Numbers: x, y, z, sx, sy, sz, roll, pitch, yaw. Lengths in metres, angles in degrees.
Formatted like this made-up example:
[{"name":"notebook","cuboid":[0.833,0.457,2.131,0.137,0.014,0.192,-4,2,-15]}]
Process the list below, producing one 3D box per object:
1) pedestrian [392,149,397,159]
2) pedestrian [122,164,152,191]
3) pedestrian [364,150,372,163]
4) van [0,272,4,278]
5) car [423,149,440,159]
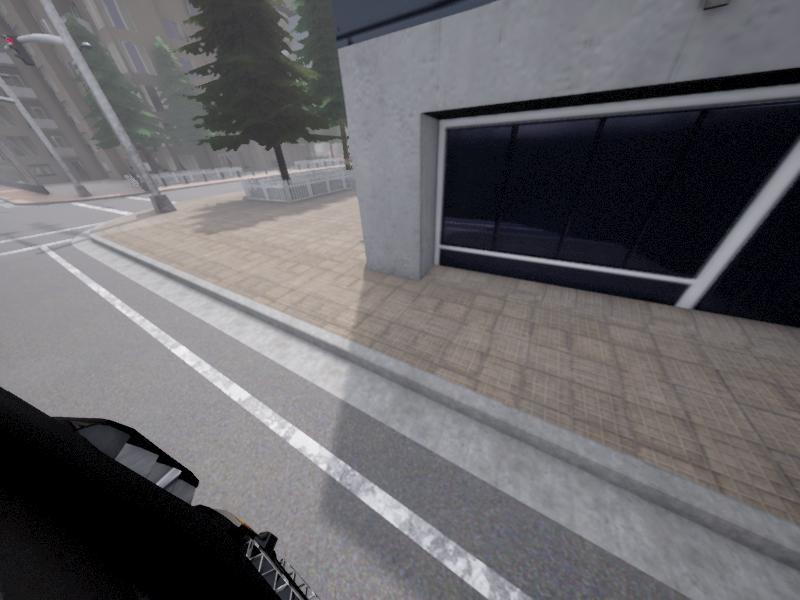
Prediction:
[{"name":"pedestrian","cuboid":[-1.120,-31.840,50.462,0.751,1.860,0.751,15,38,25]},{"name":"pedestrian","cuboid":[-21.237,-9.875,18.674,0.751,1.860,0.751,17,39,28]},{"name":"pedestrian","cuboid":[-5.625,-25.379,40.813,0.751,1.860,0.751,18,39,29]},{"name":"van","cuboid":[-12.051,-1.450,5.365,4.442,1.987,1.775,15,37,25]},{"name":"car","cuboid":[6.628,-30.347,47.950,1.837,1.490,4.892,14,37,25]}]
